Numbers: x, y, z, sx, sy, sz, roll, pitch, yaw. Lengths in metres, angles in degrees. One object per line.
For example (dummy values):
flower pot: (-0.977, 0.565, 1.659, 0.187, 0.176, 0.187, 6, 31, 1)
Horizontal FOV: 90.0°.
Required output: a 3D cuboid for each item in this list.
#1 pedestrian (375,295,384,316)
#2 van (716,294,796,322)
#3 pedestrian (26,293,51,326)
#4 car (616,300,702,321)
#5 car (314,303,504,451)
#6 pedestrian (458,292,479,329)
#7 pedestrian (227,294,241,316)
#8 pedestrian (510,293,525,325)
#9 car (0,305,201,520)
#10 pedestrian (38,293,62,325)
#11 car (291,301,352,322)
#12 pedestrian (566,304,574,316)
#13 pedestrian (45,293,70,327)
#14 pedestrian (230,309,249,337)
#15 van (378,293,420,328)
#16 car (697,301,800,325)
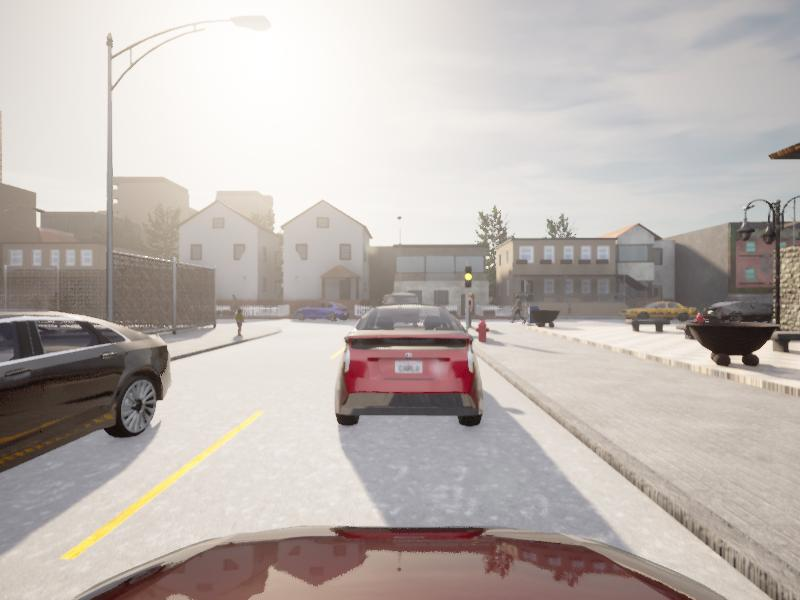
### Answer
pedestrian: (-1.899, 0.522, 36.648, 0.751, 1.860, 0.751, 0, 0, 2)
van: (26.668, 0.589, 30.053, 4.442, 1.987, 1.775, 0, 0, 1)
pedestrian: (-20.590, 0.527, 22.785, 0.751, 1.860, 0.751, 0, 0, 17)
car: (19.519, 0.792, 30.291, 5.366, 1.575, 1.801, 0, 0, 0)
car: (0.137, 0.826, 6.489, 2.007, 1.525, 4.514, 0, 0, 1)
pedestrian: (3.531, 0.513, 20.557, 0.751, 1.860, 0.751, 0, 0, -26)
pedestrian: (-13.786, 0.405, 33.230, 0.751, 1.860, 0.751, 0, 0, 6)
pedestrian: (6.947, 0.517, 23.652, 0.751, 1.860, 0.751, 0, 0, 12)
car: (-3.953, 0.835, 3.277, 2.128, 1.511, 4.902, 0, 0, 1)
pedestrian: (-20.553, 0.527, 23.512, 0.751, 1.860, 0.751, 0, 0, 9)
car: (-5.920, 0.845, 30.104, 4.193, 1.474, 1.816, 0, 0, 22)
pedestrian: (15.307, 0.901, 35.993, 0.500, 1.100, 0.500, 0, 0, 2)
pedestrian: (-18.947, 0.528, 22.152, 0.751, 1.860, 0.751, 0, 0, 6)
pedestrian: (-6.499, 0.909, 16.213, 0.500, 1.100, 0.500, 0, 0, 29)
van: (-0.156, 0.591, 24.604, 1.775, 1.987, 4.442, 0, 0, -11)
car: (22.630, 0.843, 26.122, 4.792, 1.488, 2.163, 0, 0, 1)
